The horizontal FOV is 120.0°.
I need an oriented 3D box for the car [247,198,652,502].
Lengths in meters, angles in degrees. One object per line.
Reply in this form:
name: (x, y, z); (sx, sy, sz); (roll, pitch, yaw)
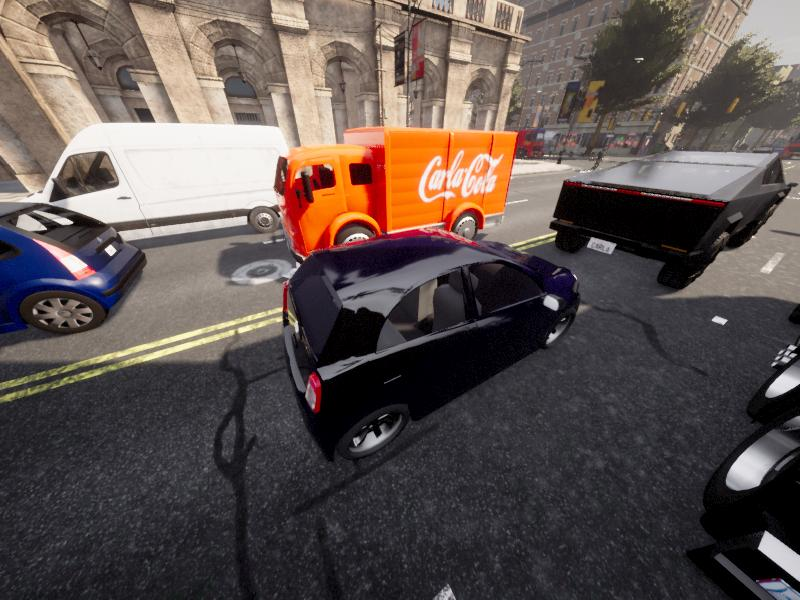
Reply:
car: (0.565, -0.045, 2.727); (3.633, 1.501, 1.845); (-18, 39, -24)

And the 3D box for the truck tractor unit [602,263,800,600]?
truck tractor unit: (5.107, -0.305, 0.784); (6.516, 4.208, 3.053); (-18, 39, -24)

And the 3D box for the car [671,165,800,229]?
car: (12.394, -3.903, 8.400); (3.806, 1.475, 1.970); (-18, 39, -25)

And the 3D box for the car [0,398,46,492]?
car: (-4.891, 1.714, 0.164); (4.514, 1.525, 2.007); (-18, 39, -24)

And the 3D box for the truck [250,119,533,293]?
truck: (-0.092, -2.526, 5.464); (5.204, 2.467, 2.627); (-18, 39, -24)

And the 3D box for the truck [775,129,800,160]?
truck: (61.408, -23.414, 34.719); (8.468, 3.827, 2.891); (-18, 39, -25)

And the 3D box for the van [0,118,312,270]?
van: (-5.825, -3.006, 6.048); (5.915, 2.561, 1.988); (-18, 39, -24)

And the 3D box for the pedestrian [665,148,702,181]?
pedestrian: (19.128, -9.161, 15.620); (0.751, 1.860, 0.751); (-21, 40, -27)

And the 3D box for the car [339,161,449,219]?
car: (-0.200, -4.417, 8.998); (3.633, 1.501, 1.845); (-18, 39, -24)

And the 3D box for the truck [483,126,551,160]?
truck: (17.170, -23.834, 34.994); (2.891, 3.827, 8.468); (-18, 39, -24)

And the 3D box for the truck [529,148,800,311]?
truck: (6.359, -2.163, 5.312); (6.274, 2.098, 2.390); (-18, 39, -24)

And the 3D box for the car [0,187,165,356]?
car: (-6.145, -0.215, 2.854); (3.988, 1.617, 1.851); (-18, 39, -24)
